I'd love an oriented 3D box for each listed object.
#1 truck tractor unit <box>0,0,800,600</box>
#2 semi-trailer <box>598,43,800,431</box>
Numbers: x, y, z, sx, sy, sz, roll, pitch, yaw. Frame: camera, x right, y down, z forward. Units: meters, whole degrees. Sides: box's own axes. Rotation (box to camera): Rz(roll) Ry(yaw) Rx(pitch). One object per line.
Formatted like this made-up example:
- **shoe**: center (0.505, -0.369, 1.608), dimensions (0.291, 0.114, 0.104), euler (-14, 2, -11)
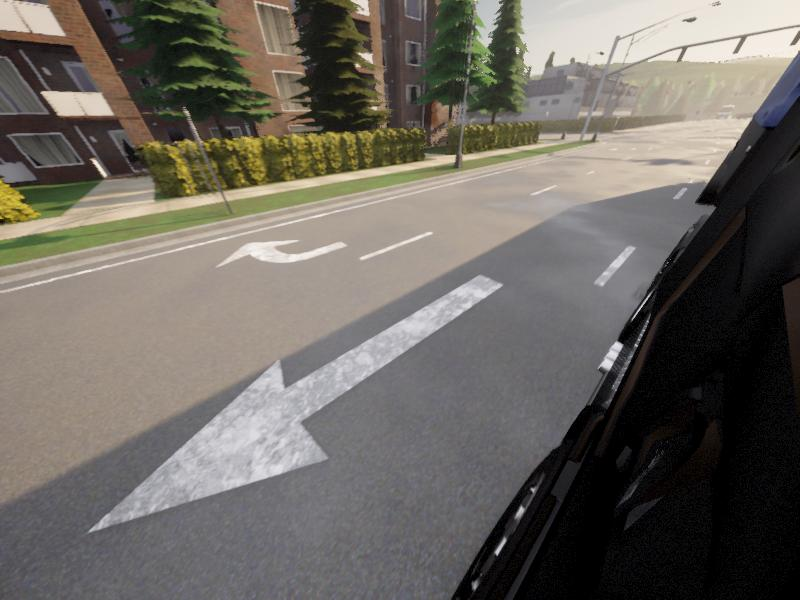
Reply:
- **truck tractor unit**: center (2.645, -0.295, 0.351), dimensions (6.516, 4.208, 3.053), euler (-28, 44, -30)
- **semi-trailer**: center (8.689, -3.609, 4.241), dimensions (14.254, 4.402, 2.717), euler (-28, 44, -30)
